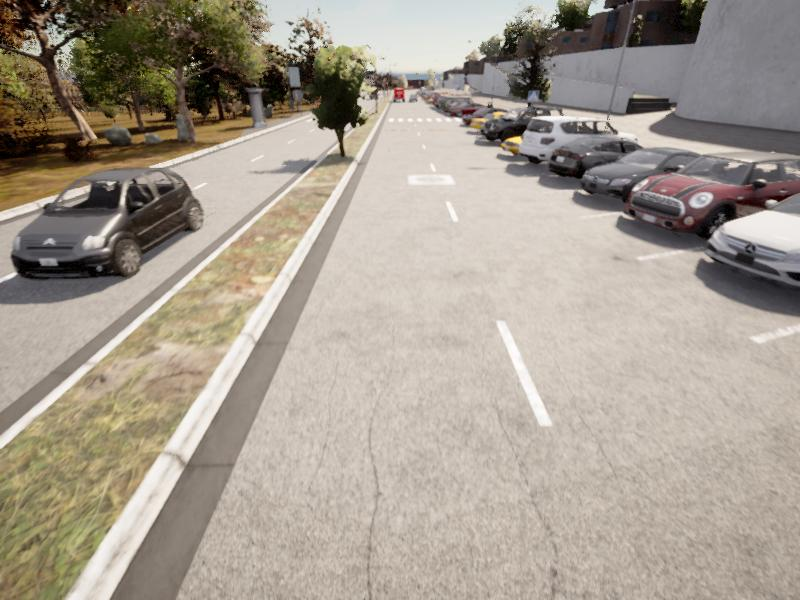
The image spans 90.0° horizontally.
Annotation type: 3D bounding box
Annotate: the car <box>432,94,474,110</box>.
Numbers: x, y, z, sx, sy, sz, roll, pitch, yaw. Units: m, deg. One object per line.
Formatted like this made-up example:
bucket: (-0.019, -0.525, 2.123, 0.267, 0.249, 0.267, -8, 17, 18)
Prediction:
car: (7.947, -29.768, 60.172, 5.566, 2.045, 2.435, -9, 30, -18)

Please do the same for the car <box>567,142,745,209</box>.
car: (8.048, -4.055, 12.730, 4.674, 1.452, 2.002, -9, 30, -18)

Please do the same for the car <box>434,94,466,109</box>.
car: (7.859, -31.146, 62.784, 4.442, 1.987, 1.878, -9, 30, -18)

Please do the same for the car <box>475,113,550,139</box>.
car: (8.025, -12.486, 28.662, 4.674, 1.452, 2.002, -9, 30, -18)

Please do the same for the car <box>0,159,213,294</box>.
car: (-5.774, -1.751, 8.225, 1.851, 1.617, 3.988, 0, 27, 0)

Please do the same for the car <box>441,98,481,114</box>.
car: (7.954, -25.419, 52.356, 4.553, 1.767, 2.185, -9, 30, -18)

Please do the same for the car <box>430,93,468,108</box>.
car: (7.990, -32.611, 65.451, 5.566, 2.045, 2.435, -9, 30, -18)

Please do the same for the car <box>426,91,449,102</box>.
car: (7.825, -42.569, 83.744, 4.442, 1.987, 1.878, -10, 31, -18)

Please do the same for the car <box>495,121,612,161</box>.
car: (7.861, -8.262, 20.631, 5.366, 1.575, 1.946, -9, 30, -18)

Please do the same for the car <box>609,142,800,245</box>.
car: (8.081, -2.822, 10.002, 4.553, 1.767, 2.185, -9, 29, -18)

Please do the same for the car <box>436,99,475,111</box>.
car: (7.968, -28.139, 57.677, 4.892, 1.521, 2.231, -9, 30, -18)

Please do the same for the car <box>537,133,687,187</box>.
car: (8.067, -5.471, 15.403, 4.792, 1.488, 2.163, -9, 29, -18)

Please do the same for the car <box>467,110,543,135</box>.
car: (8.188, -13.974, 31.352, 5.366, 1.575, 1.946, -9, 29, -18)

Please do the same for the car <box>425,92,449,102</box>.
car: (7.899, -43.949, 86.440, 4.553, 1.767, 2.185, -10, 30, -18)

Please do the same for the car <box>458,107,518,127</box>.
car: (7.982, -16.752, 36.583, 4.792, 1.488, 2.163, -9, 30, -18)

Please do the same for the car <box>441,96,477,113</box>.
car: (8.089, -26.945, 54.982, 4.442, 1.987, 1.878, -9, 30, -18)

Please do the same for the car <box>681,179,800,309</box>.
car: (8.056, -1.286, 7.407, 4.674, 1.452, 2.002, -9, 29, -18)

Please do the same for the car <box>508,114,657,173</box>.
car: (8.065, -7.114, 17.927, 5.566, 2.045, 2.435, -9, 29, -18)

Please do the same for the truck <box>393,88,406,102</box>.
truck: (-0.144, -43.927, 85.735, 2.627, 2.467, 5.204, 0, 29, 0)

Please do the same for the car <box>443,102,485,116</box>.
car: (7.982, -23.864, 49.818, 4.674, 1.452, 2.002, -9, 30, -18)

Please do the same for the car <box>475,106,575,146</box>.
car: (8.001, -11.317, 25.863, 5.566, 2.045, 2.435, -9, 30, -18)

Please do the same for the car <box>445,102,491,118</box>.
car: (7.965, -22.443, 47.155, 4.792, 1.488, 2.163, -9, 30, -18)
